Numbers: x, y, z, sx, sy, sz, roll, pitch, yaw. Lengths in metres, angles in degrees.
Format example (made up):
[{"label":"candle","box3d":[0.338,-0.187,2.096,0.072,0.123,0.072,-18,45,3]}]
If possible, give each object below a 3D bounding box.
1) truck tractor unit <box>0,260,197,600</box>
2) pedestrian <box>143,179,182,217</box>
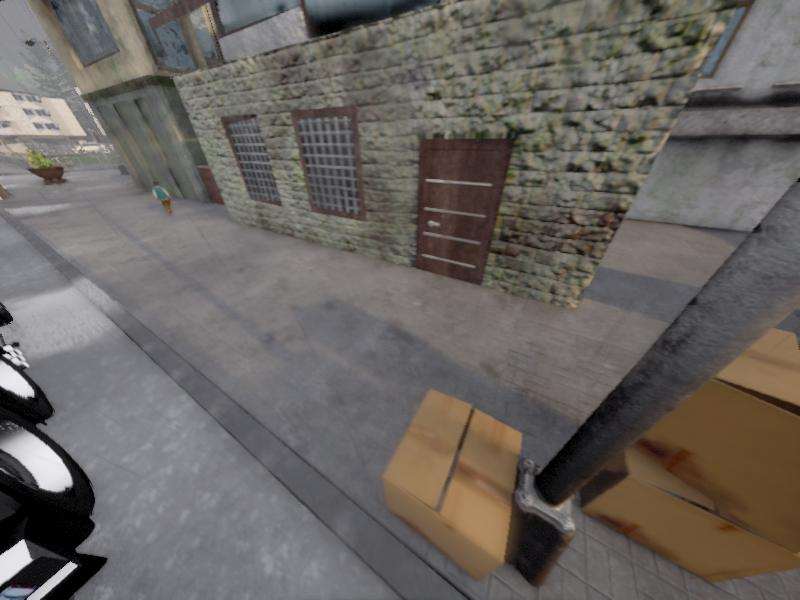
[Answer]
[{"label":"truck tractor unit","box3d":[-5.109,-0.300,0.790,6.516,4.208,3.053,18,39,25]},{"label":"pedestrian","box3d":[-8.233,-3.556,8.026,0.500,1.100,0.500,-28,43,-34]}]
